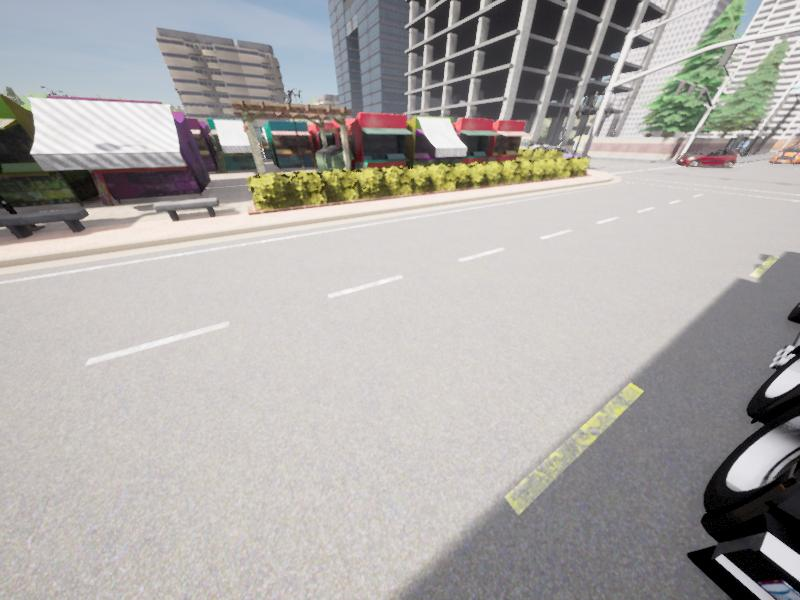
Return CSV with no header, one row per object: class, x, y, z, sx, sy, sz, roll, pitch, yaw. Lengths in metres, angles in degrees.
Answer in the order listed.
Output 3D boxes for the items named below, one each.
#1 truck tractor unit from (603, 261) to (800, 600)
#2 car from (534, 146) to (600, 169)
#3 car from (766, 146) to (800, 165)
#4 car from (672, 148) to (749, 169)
truck tractor unit,5.110,-0.299,0.798,6.516,4.208,3.053,-18,39,-25
car,16.776,-14.605,23.536,2.033,1.649,4.856,-18,39,-24
car,46.337,-17.138,27.308,4.553,1.767,2.097,-18,39,-24
car,30.919,-14.225,23.188,3.988,1.617,1.851,9,36,12
